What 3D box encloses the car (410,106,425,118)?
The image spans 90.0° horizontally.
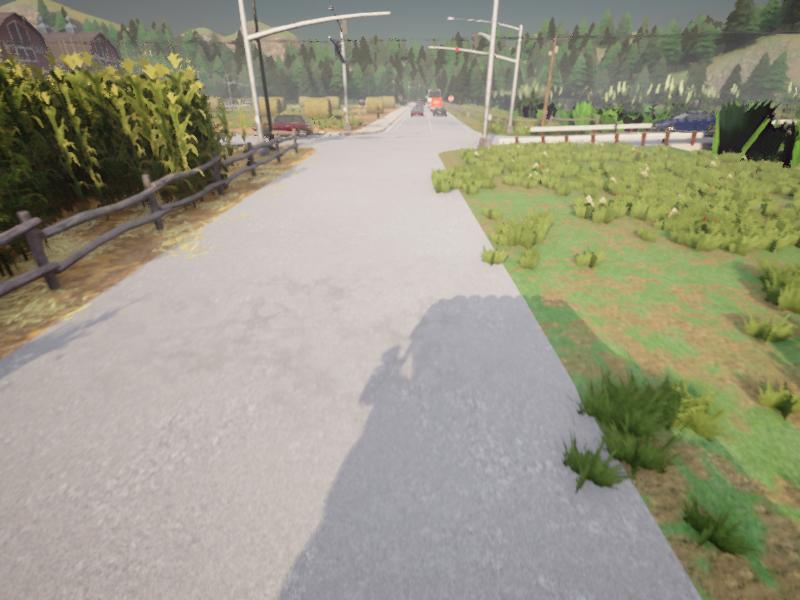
[{"bbox_3d":[2.666,-28.912,61.384,2.163,1.488,4.792,1,27,3],"label":"car"}]

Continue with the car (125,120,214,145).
[{"bbox_3d":[-16.095,-11.838,28.198,4.792,1.488,2.163,0,27,0],"label":"car"}]

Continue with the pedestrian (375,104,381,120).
[{"bbox_3d":[-2.766,-23.813,50.645,0.751,1.860,0.751,0,27,1],"label":"pedestrian"}]

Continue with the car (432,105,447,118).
[{"bbox_3d":[6.316,-30.083,63.808,2.152,1.651,5.027,1,27,3],"label":"car"}]

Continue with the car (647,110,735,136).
[{"bbox_3d":[21.059,-12.931,29.183,4.674,1.442,1.812,1,27,7],"label":"car"}]

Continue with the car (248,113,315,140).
[{"bbox_3d":[-9.142,-13.582,31.231,4.553,1.767,2.097,-2,27,-3],"label":"car"}]

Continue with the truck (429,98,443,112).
[{"bbox_3d":[7.435,-40.082,82.079,2.627,2.467,5.204,1,27,3],"label":"truck"}]

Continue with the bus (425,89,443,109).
[{"bbox_3d":[8.419,-50.265,99.991,3.944,4.253,10.273,1,27,3],"label":"bus"}]
